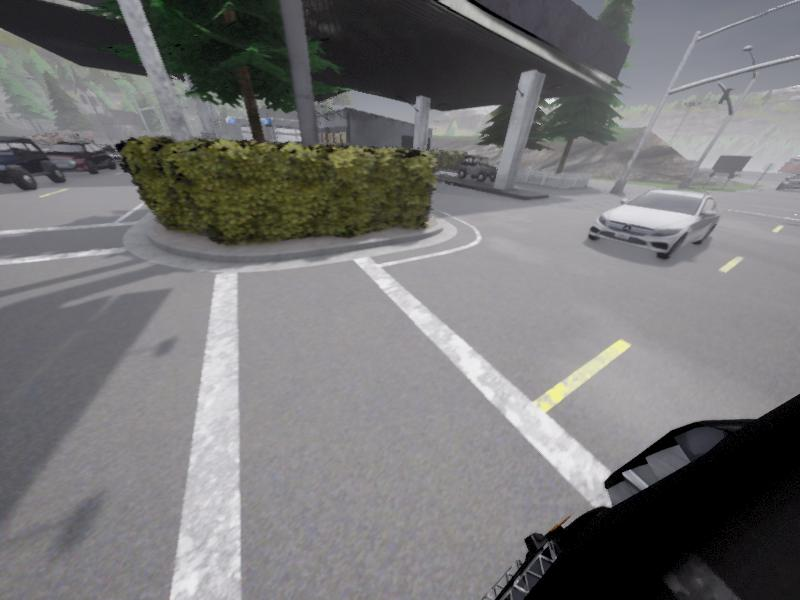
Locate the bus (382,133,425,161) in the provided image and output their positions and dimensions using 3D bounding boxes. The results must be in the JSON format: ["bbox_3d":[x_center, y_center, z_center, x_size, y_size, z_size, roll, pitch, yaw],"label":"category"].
[{"bbox_3d":[0.347,-31.511,47.614,3.944,4.253,10.273,-16,38,-26],"label":"bus"}]

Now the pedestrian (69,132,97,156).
[{"bbox_3d":[-30.978,-15.234,22.606,0.751,1.860,0.751,-17,38,-27],"label":"pedestrian"}]

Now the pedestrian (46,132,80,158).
[{"bbox_3d":[-29.145,-13.429,20.030,0.751,1.860,0.751,-16,38,-26],"label":"pedestrian"}]

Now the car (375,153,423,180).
[{"bbox_3d":[-0.265,-12.034,20.732,2.242,1.667,4.611,-16,38,-26],"label":"car"}]

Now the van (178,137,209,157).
[{"bbox_3d":[-28.240,-21.090,31.777,2.069,2.038,4.480,-16,38,-26],"label":"van"}]

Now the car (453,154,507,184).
[{"bbox_3d":[6.810,-11.426,20.051,1.905,1.878,3.866,-16,38,-26],"label":"car"}]

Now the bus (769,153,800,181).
[{"bbox_3d":[76.486,-23.358,41.120,3.944,4.253,10.273,-16,38,-26],"label":"bus"}]

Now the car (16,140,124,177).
[{"bbox_3d":[-20.257,-9.021,14.605,2.033,1.649,4.856,-16,38,-26],"label":"car"}]

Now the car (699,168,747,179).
[{"bbox_3d":[56.892,-22.359,40.804,1.895,1.301,4.718,-16,38,-26],"label":"car"}]

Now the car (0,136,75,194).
[{"bbox_3d":[-17.045,-5.919,9.945,1.905,1.878,3.866,-16,38,-26],"label":"car"}]

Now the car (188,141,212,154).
[{"bbox_3d":[-31.425,-24.055,36.457,2.007,1.525,4.514,-16,38,-26],"label":"car"}]

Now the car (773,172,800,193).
[{"bbox_3d":[39.387,-11.562,22.684,4.974,1.542,2.038,-16,38,-26],"label":"car"}]

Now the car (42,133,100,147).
[{"bbox_3d":[-49.912,-24.317,35.188,4.514,1.523,2.007,-16,38,-26],"label":"car"}]

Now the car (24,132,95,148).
[{"bbox_3d":[-48.291,-22.781,32.985,5.027,1.636,2.152,-16,38,-26],"label":"car"}]

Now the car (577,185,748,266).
[{"bbox_3d":[7.707,-2.424,6.792,4.674,1.442,1.812,-15,37,-26],"label":"car"}]

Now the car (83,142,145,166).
[{"bbox_3d":[-23.404,-12.105,19.140,1.970,1.475,3.806,-16,38,-26],"label":"car"}]

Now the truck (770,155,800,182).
[{"bbox_3d":[70.420,-21.595,38.396,2.891,3.827,8.468,-16,38,-26],"label":"truck"}]
